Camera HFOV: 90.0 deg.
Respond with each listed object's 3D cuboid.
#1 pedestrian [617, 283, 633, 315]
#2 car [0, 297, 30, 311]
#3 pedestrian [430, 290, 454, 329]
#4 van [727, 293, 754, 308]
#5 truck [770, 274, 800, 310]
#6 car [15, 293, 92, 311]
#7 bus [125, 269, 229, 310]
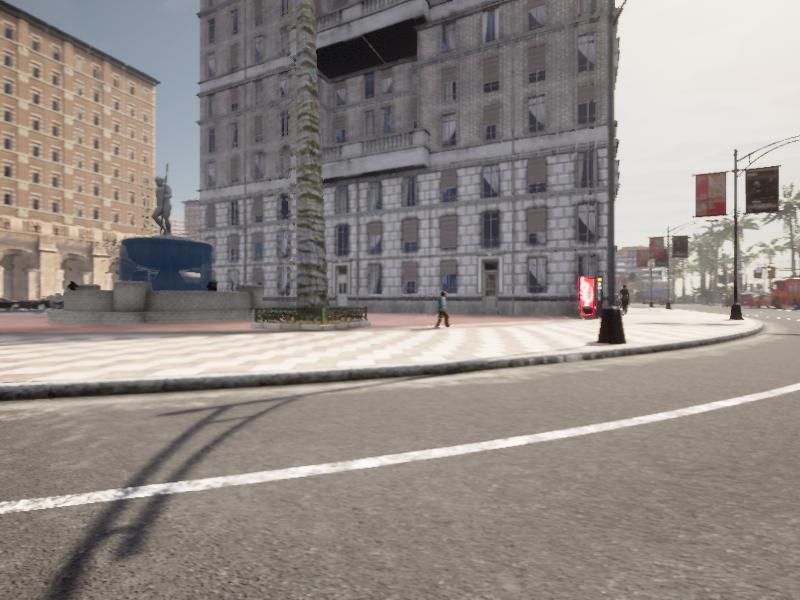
[{"bbox_3d":[13.350,-0.083,23.732,0.751,1.860,0.751,0,0,37],"label":"pedestrian"},{"bbox_3d":[-37.632,0.376,36.953,1.895,1.301,4.718,0,0,25],"label":"car"},{"bbox_3d":[1.224,0.280,11.683,0.500,1.100,0.500,0,0,-34],"label":"pedestrian"},{"bbox_3d":[46.036,0.075,54.165,1.775,1.987,4.442,0,0,25],"label":"van"},{"bbox_3d":[45.881,-0.853,45.685,2.891,3.827,8.468,0,0,25],"label":"truck"},{"bbox_3d":[-33.069,0.206,38.428,1.930,1.638,5.238,0,0,25],"label":"car"},{"bbox_3d":[-25.478,-1.088,46.605,3.944,4.253,10.273,0,0,25],"label":"bus"}]
